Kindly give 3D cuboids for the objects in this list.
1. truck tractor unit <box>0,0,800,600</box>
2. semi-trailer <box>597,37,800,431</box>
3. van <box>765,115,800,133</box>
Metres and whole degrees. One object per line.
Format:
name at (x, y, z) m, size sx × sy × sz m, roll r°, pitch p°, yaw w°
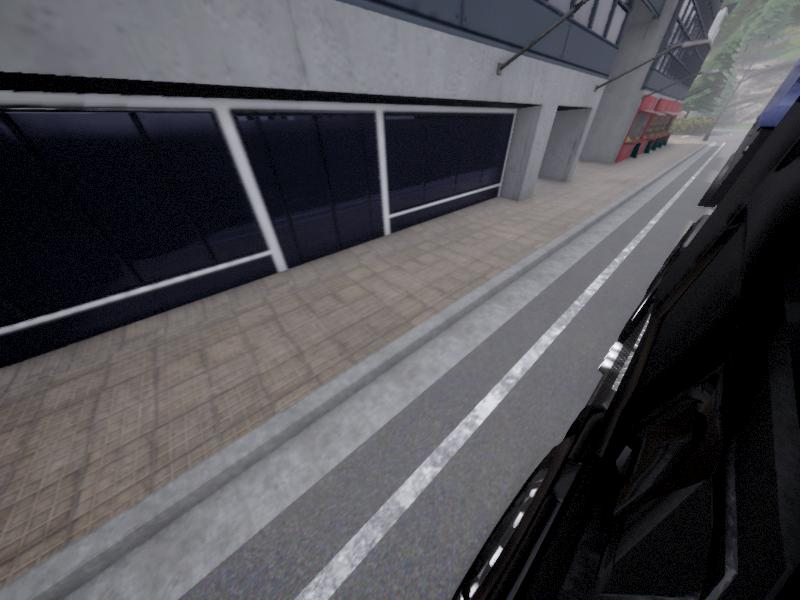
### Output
truck tractor unit at (2.645, -0.295, 0.352) m, size 6.516 × 4.208 × 3.053 m, roll -28°, pitch 44°, yaw -30°
semi-trailer at (8.730, -3.556, 4.236) m, size 14.254 × 4.402 × 2.717 m, roll -27°, pitch 43°, yaw -30°
van at (55.542, -25.325, 33.245) m, size 1.775 × 1.987 × 4.442 m, roll 26°, pitch 45°, yaw 33°
